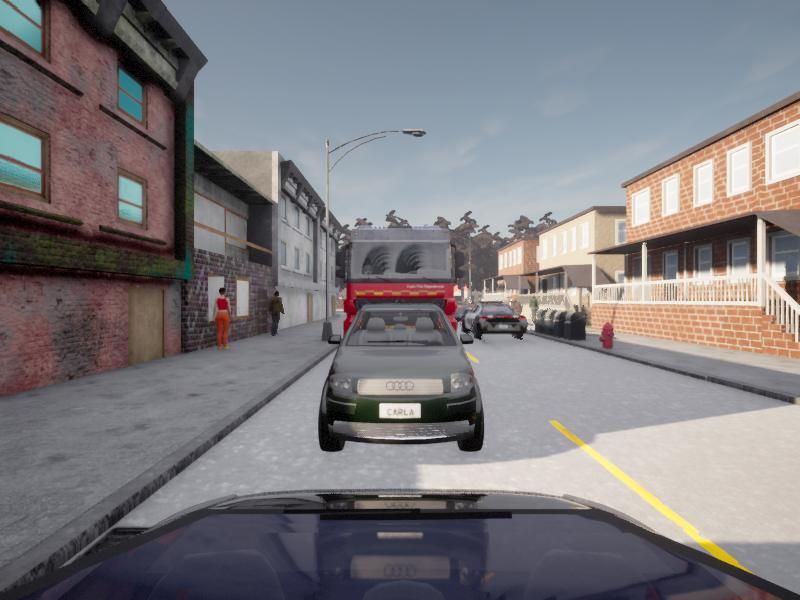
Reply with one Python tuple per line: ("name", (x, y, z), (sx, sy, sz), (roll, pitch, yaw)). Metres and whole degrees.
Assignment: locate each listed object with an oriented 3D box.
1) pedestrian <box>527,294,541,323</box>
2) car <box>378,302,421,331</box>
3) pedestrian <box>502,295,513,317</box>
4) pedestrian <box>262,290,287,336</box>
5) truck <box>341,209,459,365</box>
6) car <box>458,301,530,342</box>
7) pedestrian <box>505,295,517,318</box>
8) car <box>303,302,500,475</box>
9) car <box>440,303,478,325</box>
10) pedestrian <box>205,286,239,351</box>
("pedestrian", (8.753, 0.533, 26.130), (0.751, 1.860, 0.751), (0, 0, 8))
("car", (-0.021, 0.851, 22.747), (2.163, 1.488, 4.792), (0, 0, 0))
("pedestrian", (9.211, 0.533, 34.264), (0.751, 1.860, 0.751), (0, 0, -1))
("pedestrian", (-5.196, 0.533, 16.633), (0.751, 1.860, 0.751), (0, 0, 5))
("truck", (-0.010, -0.321, 14.022), (2.891, 3.827, 8.468), (0, 0, 0))
("car", (3.990, 0.827, 17.859), (2.038, 1.542, 4.974), (0, 0, 0))
("pedestrian", (9.247, 0.533, 33.396), (0.751, 1.860, 0.751), (0, 0, -2))
("car", (0.007, 0.815, 5.489), (1.789, 1.549, 3.705), (0, 0, 0))
("car", (3.969, 0.907, 27.519), (1.994, 1.385, 4.181), (0, 0, 0))
("pedestrian", (-5.231, 0.533, 11.798), (0.751, 1.860, 0.751), (0, 0, -8))
